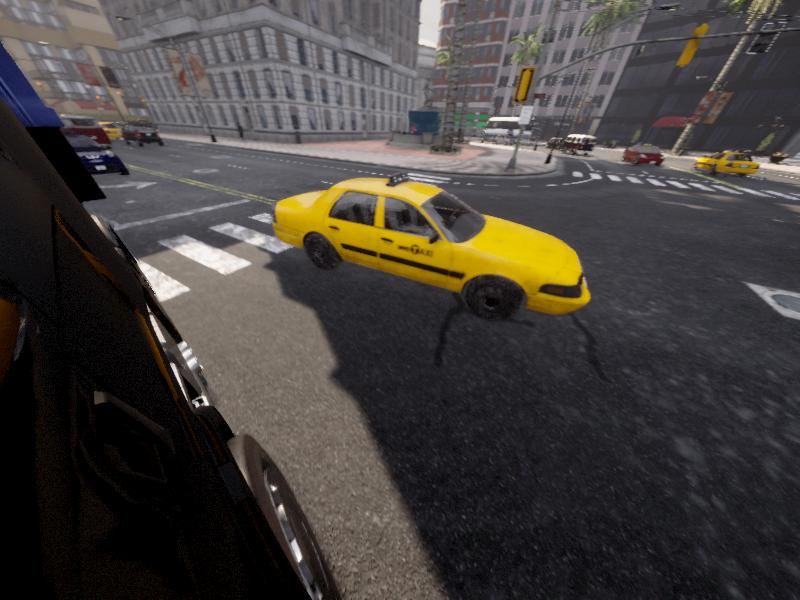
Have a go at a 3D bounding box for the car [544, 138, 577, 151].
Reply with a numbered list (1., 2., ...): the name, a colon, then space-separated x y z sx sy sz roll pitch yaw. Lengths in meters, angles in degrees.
1. car: 24.795 -24.246 35.927 1.970 1.475 3.806 -6 38 -10

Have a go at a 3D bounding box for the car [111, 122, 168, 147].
1. car: -22.605 -14.380 20.095 3.705 1.549 1.789 21 41 22

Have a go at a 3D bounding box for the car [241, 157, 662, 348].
1. car: 0.194 -1.261 3.987 5.366 1.575 1.801 18 39 19

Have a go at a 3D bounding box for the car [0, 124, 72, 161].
1. car: -22.115 -9.265 13.479 5.357 1.411 2.033 20 41 22

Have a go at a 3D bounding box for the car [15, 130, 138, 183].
1. car: -13.397 -6.082 9.645 3.633 1.501 1.845 20 41 22

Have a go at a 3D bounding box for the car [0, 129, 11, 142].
1. car: -35.068 -14.150 19.059 5.366 1.575 1.801 20 40 22

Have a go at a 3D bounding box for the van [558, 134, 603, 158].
1. van: 21.678 -18.832 28.106 2.069 2.038 4.480 6 37 3

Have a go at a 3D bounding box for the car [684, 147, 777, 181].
1. car: 24.718 -10.525 17.656 1.801 1.575 5.366 18 40 19

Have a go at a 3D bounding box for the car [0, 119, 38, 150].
1. car: -28.384 -11.660 16.182 4.974 1.542 2.038 20 41 22

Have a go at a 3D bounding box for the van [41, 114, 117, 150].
1. van: -24.144 -12.700 17.423 4.442 1.987 1.775 20 41 22

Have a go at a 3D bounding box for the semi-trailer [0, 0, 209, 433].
1. semi-trailer: -9.149 -3.248 3.733 14.254 4.402 2.717 23 41 24

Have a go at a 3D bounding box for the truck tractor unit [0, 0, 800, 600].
1. truck tractor unit: -2.645 -0.295 0.351 6.516 4.208 3.053 28 44 30

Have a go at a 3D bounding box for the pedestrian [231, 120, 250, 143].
1. pedestrian: -16.303 -17.203 23.646 0.751 1.860 0.751 21 41 22

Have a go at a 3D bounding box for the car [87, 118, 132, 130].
1. car: -48.739 -29.591 38.917 1.994 1.385 4.181 20 41 22

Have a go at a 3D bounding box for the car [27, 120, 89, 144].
1. car: -29.343 -14.426 19.839 4.193 1.474 1.816 20 40 22

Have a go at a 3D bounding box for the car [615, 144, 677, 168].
1. car: 23.370 -13.974 22.232 2.163 1.488 4.792 13 38 13

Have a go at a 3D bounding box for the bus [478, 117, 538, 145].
1. bus: 21.955 -35.159 47.918 3.944 4.253 10.273 -18 42 -26

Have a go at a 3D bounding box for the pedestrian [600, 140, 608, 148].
1. pedestrian: 38.817 -29.696 43.966 0.500 1.100 0.500 -1 37 -5

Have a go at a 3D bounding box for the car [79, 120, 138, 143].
1. car: -28.711 -16.659 22.746 5.366 1.575 1.801 20 40 22

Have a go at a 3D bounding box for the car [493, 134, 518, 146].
1. car: 18.882 -28.796 41.574 1.845 1.501 3.633 -15 41 -22
